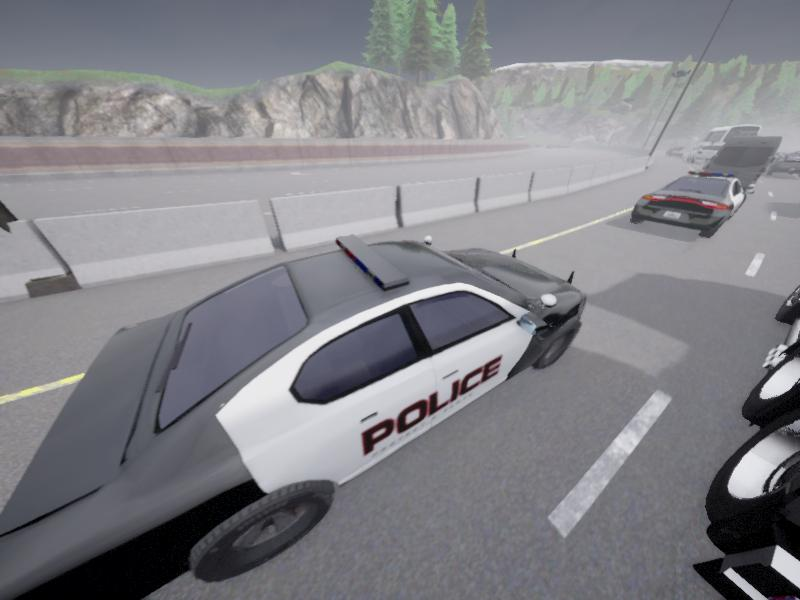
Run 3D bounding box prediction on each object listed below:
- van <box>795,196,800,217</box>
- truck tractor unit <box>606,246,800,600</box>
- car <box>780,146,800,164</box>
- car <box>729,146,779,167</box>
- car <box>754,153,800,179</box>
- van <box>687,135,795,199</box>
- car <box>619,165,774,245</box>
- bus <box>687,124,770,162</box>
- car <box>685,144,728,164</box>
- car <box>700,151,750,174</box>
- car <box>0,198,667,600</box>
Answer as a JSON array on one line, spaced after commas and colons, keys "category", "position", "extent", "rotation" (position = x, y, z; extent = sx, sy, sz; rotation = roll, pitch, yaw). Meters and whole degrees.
[{"category": "van", "position": [17.418, -4.240, 8.511], "extent": [4.480, 2.038, 2.069], "rotation": [-23, 41, -29]}, {"category": "truck tractor unit", "position": [5.082, -0.323, 0.842], "extent": [6.516, 4.208, 3.053], "rotation": [-19, 39, -26]}, {"category": "car", "position": [53.262, -18.952, 30.197], "extent": [1.932, 1.855, 4.605], "rotation": [24, 41, 29]}, {"category": "car", "position": [41.246, -16.862, 27.065], "extent": [1.905, 1.878, 3.866], "rotation": [26, 42, 32]}, {"category": "car", "position": [32.184, -11.236, 19.202], "extent": [4.902, 1.511, 2.128], "rotation": [-29, 44, -35]}, {"category": "van", "position": [18.797, -7.569, 12.889], "extent": [5.915, 2.561, 1.988], "rotation": [-24, 42, -31]}, {"category": "car", "position": [9.907, -3.415, 7.709], "extent": [4.974, 1.542, 2.038], "rotation": [-21, 40, -28]}, {"category": "bus", "position": [50.384, -24.530, 36.141], "extent": [3.944, 4.253, 10.273], "rotation": [23, 41, 29]}, {"category": "car", "position": [40.485, -19.487, 30.715], "extent": [2.150, 2.045, 5.566], "rotation": [26, 42, 32]}, {"category": "car", "position": [30.140, -12.900, 21.571], "extent": [4.514, 1.525, 2.007], "rotation": [-29, 44, -35]}, {"category": "car", "position": [0.078, 0.149, 2.467], "extent": [4.974, 1.542, 2.038], "rotation": [-18, 39, -25]}]
